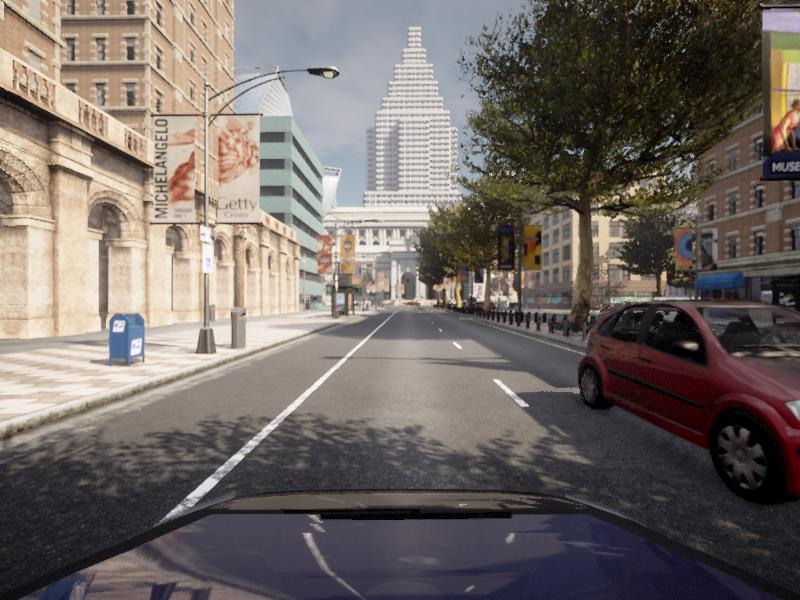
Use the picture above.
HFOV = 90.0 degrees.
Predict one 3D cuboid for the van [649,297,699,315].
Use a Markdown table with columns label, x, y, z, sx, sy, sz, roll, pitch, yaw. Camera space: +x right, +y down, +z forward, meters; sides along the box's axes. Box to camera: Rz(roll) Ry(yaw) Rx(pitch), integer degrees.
| label | x | y | z | sx | sy | sz | roll | pitch | yaw |
| --- | --- | --- | --- | --- | --- | --- | --- | --- | --- |
| van | 32.461 | 0.688 | 47.509 | 4.480 | 2.038 | 2.069 | 0 | 0 | -1 |

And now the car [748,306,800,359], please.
| label | x | y | z | sx | sy | sz | roll | pitch | yaw |
| --- | --- | --- | --- | --- | --- | --- | --- | --- | --- |
| car | 11.857 | 0.897 | 10.239 | 1.812 | 1.442 | 4.674 | 0 | 0 | -1 |

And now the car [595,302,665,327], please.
| label | x | y | z | sx | sy | sz | roll | pitch | yaw |
| --- | --- | --- | --- | --- | --- | --- | --- | --- | --- |
| car | 15.563 | 0.894 | 27.417 | 2.038 | 1.542 | 4.974 | 0 | 0 | 1 |

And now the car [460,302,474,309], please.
| label | x | y | z | sx | sy | sz | roll | pitch | yaw |
| --- | --- | --- | --- | --- | --- | --- | --- | --- | --- |
| car | 13.068 | 1.079 | 78.364 | 2.033 | 1.411 | 5.357 | 0 | 0 | 1 |

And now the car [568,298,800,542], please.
| label | x | y | z | sx | sy | sz | roll | pitch | yaw |
| --- | --- | --- | --- | --- | --- | --- | --- | --- | --- |
| car | 3.609 | 0.801 | 4.484 | 1.851 | 1.617 | 3.988 | 0 | 0 | 1 |
